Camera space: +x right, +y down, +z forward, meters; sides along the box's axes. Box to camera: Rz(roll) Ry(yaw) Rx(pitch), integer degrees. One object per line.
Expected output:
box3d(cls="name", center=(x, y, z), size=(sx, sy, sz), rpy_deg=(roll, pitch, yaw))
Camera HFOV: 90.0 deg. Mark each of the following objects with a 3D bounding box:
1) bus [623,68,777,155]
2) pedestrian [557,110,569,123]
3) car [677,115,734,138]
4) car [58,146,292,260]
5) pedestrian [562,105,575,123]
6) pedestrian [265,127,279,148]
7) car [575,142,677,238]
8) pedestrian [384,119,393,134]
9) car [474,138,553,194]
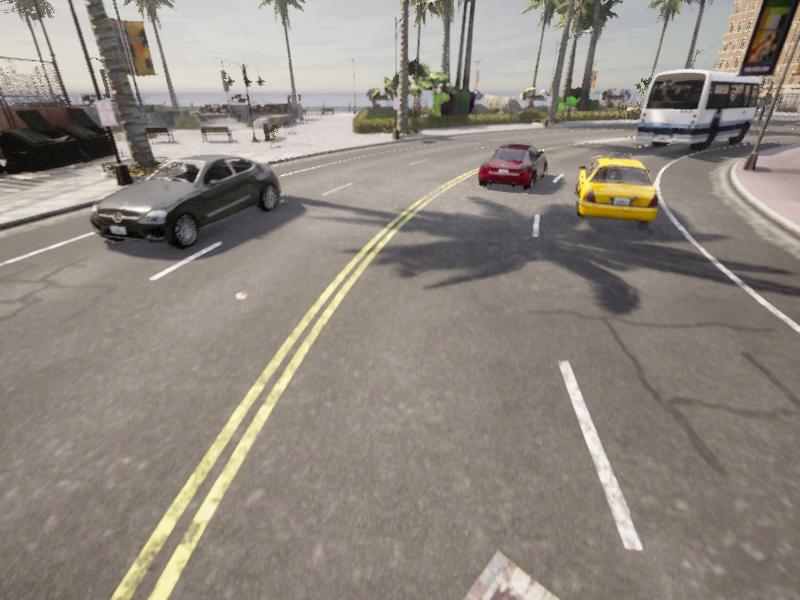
box3d(cls="bus", center=(19.404, -12.217, 25.790), size=(10.273, 4.253, 3.944), rpy_deg=(-19, 32, -33))
box3d(cls="pedestrian", center=(18.567, -20.973, 45.694), size=(0.751, 1.300, 0.751), rpy_deg=(-15, 31, -26))
box3d(cls="car", center=(25.097, -14.309, 32.903), size=(3.806, 1.475, 1.970), rpy_deg=(-14, 30, -25))
box3d(cls="car", center=(-5.142, -2.799, 10.316), size=(2.152, 1.651, 5.027), rpy_deg=(8, 28, 15))
box3d(cls="pedestrian", center=(19.010, -20.985, 45.104), size=(0.751, 1.860, 0.751), rpy_deg=(-13, 30, -24))
box3d(cls="pedestrian", center=(-7.744, -9.832, 24.202), size=(0.500, 1.100, 0.500), rpy_deg=(17, 32, 29))
box3d(cls="car", center=(6.215, -3.459, 11.646), size=(1.801, 1.575, 5.366), rpy_deg=(10, 29, 19))
box3d(cls="pedestrian", center=(-0.940, -14.374, 33.054), size=(0.500, 1.100, 0.500), rpy_deg=(20, 33, 34))
box3d(cls="car", center=(4.500, -5.347, 15.557), size=(1.994, 1.385, 4.181), rpy_deg=(13, 30, 23))
